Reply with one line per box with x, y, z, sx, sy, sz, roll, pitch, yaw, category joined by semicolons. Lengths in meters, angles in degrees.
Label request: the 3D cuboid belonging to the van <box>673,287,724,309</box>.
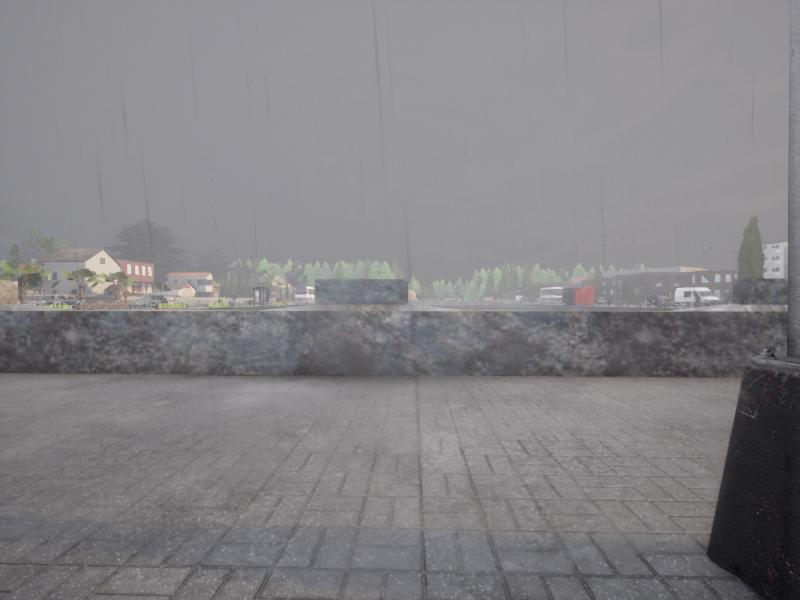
36.850;-0.278;49.652;1.988;2.561;5.915;0;0;2;van

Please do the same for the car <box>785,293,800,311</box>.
36.340;0.201;34.239;1.801;1.575;5.366;0;0;2;car

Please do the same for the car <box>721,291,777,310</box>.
36.603;0.052;42.120;1.932;1.855;4.605;0;0;2;car

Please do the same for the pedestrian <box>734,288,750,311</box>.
28.157;-0.053;32.947;0.751;1.860;0.751;0;0;2;pedestrian

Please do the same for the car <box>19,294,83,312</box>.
-29.423;0.253;33.890;1.970;1.475;3.806;0;0;2;car

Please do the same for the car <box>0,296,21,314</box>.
-29.630;0.344;27.856;1.895;1.301;4.718;0;0;2;car

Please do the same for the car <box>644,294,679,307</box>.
37.100;0.094;56.978;2.097;1.767;4.553;0;0;2;car

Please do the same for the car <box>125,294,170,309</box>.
-29.011;0.177;46.195;2.033;1.649;4.856;0;0;2;car

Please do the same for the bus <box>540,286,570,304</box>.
38.672;-1.139;100.374;3.944;4.253;10.273;0;0;2;bus

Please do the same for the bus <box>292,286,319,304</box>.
-23.320;-1.139;99.705;3.944;4.253;10.273;0;0;2;bus
